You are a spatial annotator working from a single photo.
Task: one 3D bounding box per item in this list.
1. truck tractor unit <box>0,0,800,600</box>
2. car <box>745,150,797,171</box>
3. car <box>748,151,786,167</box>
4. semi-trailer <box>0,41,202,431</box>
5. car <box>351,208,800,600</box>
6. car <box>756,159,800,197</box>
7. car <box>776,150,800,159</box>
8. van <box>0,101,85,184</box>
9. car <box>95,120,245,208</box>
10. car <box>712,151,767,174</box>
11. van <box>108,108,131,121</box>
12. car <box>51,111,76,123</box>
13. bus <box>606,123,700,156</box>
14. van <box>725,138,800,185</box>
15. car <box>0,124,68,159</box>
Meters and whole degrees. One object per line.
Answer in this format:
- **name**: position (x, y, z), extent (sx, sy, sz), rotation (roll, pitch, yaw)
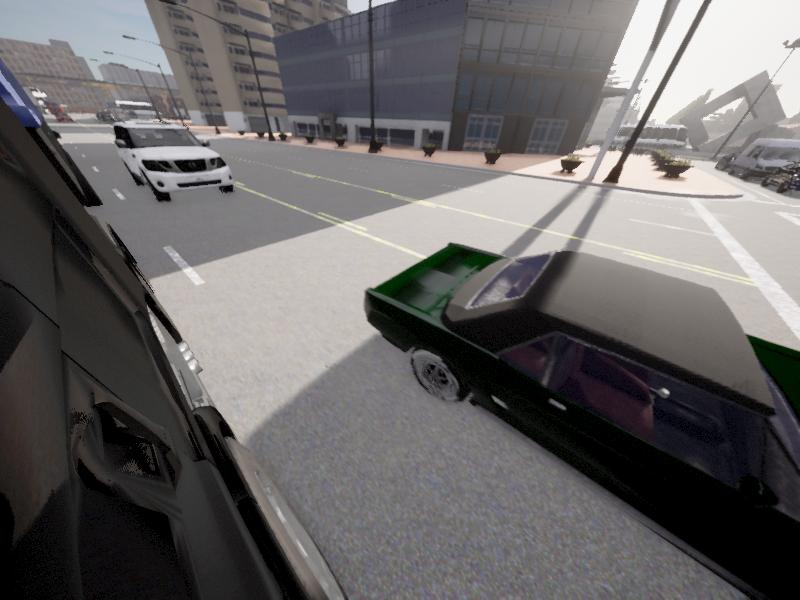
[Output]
- **truck tractor unit**: position (-2.645, -0.295, 0.351), extent (6.516, 4.208, 3.053), rotation (28, 44, 30)
- **car**: position (41.198, -15.643, 25.811), extent (5.238, 1.638, 1.930), rotation (-29, 47, -35)
- **car**: position (46.847, -18.017, 29.496), extent (4.193, 1.474, 1.816), rotation (-20, 43, -27)
- **semi-trailer**: position (-8.719, -3.578, 4.225), extent (14.254, 4.402, 2.717), rotation (28, 44, 30)
- **car**: position (1.955, 0.613, 1.862), extent (4.718, 1.301, 1.895), rotation (28, 44, 30)
- **car**: position (22.907, -6.904, 13.073), extent (1.816, 1.474, 4.193), rotation (29, 44, 30)
- **car**: position (87.593, -31.679, 50.560), extent (2.033, 1.411, 5.357), rotation (-1, 37, -5)
- **van**: position (-16.497, -6.881, 9.916), extent (6.366, 2.431, 2.351), rotation (27, 43, 30)
- **car**: position (-8.313, -5.116, 8.308), extent (5.566, 2.045, 2.150), rotation (27, 43, 30)
- **car**: position (32.016, -13.156, 21.952), extent (1.845, 1.501, 3.633), rotation (28, 44, 29)
- **van**: position (-75.122, -49.619, 61.868), extent (6.366, 2.431, 2.351), rotation (29, 44, 29)
- **car**: position (-71.040, -38.573, 48.752), extent (4.611, 1.667, 2.242), rotation (29, 44, 29)
- **bus**: position (45.940, -29.786, 42.680), extent (3.944, 4.253, 10.273), rotation (-13, 40, -20)
- **van**: position (27.767, -10.599, 17.427), extent (1.988, 2.561, 5.915), rotation (29, 44, 30)
- **car**: position (-23.733, -10.259, 14.841), extent (4.902, 1.511, 2.128), rotation (28, 43, 30)
